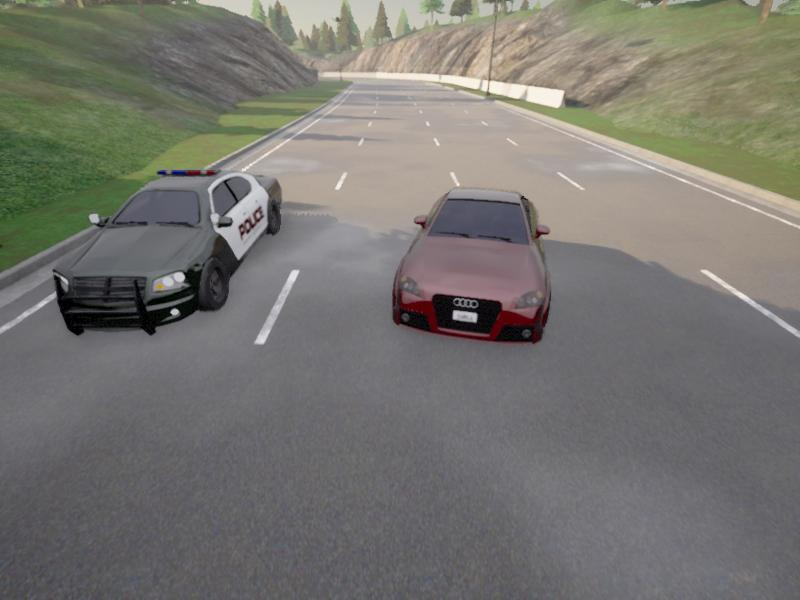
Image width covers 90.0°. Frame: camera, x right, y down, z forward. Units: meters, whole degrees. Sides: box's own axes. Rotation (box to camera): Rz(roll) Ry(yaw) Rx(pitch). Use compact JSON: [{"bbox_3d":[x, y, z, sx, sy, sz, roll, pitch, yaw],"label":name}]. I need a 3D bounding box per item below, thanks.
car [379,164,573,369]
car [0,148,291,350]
[{"bbox_3d":[1.240,-0.937,6.254,1.994,1.385,4.181,7,31,12],"label":"car"},{"bbox_3d":[-3.535,-1.302,6.720,2.038,1.542,4.974,0,30,0],"label":"car"}]
